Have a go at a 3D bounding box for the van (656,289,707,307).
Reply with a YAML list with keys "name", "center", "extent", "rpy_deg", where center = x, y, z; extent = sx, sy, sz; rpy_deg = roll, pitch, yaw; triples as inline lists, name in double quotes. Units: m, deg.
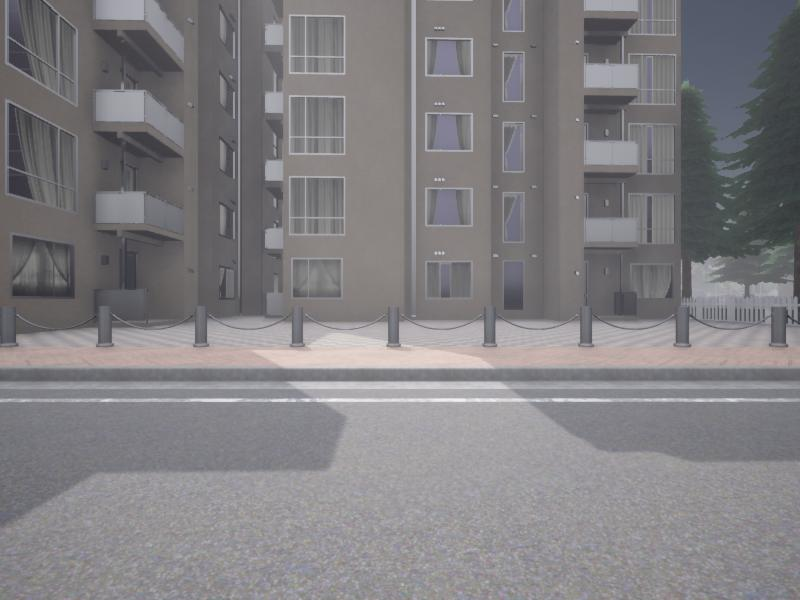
- name: "van"
  center: [40.253, -0.277, 57.331]
  extent: [5.915, 2.561, 1.988]
  rpy_deg: [0, 0, -1]
